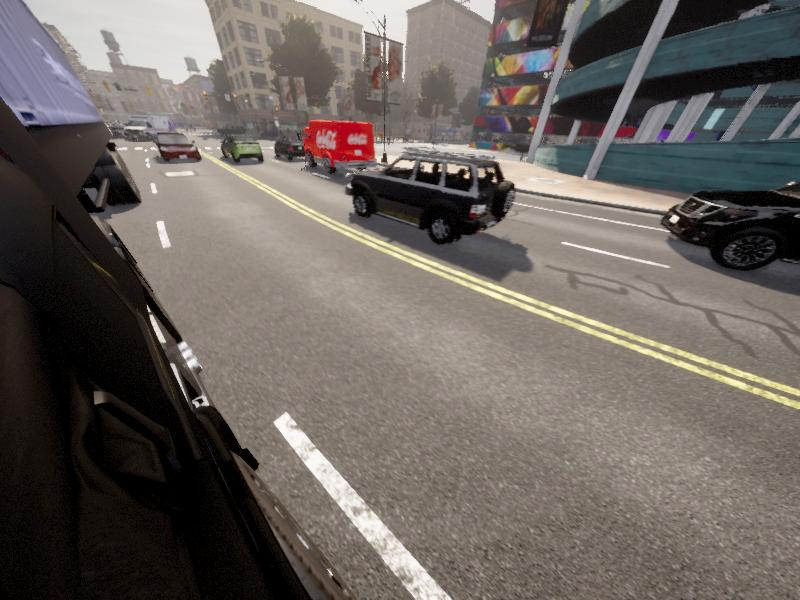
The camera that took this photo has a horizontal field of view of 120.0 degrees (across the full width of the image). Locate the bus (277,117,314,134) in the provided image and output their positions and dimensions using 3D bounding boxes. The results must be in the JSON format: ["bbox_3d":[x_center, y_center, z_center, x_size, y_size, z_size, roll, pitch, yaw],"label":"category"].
[{"bbox_3d":[-35.751,-59.805,79.306,10.273,4.253,3.944,-26,45,-34],"label":"bus"}]

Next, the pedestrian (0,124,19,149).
[{"bbox_3d":[-26.610,-11.029,15.084,0.751,1.860,0.751,-14,39,-22],"label":"pedestrian"}]

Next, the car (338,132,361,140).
[{"bbox_3d":[-11.584,-37.738,53.209,4.674,1.442,1.812,-26,45,-34],"label":"car"}]

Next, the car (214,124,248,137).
[{"bbox_3d":[-32.323,-32.515,44.303,4.605,1.855,1.932,-4,37,-10],"label":"car"}]

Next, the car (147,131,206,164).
[{"bbox_3d":[-15.146,-10.401,15.626,2.163,1.488,4.792,-26,45,-33],"label":"car"}]

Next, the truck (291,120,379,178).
[{"bbox_3d":[-3.946,-9.262,13.988,2.627,2.467,5.204,-27,45,-34],"label":"truck"}]

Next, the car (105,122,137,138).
[{"bbox_3d":[-37.151,-22.720,30.915,2.128,1.511,4.902,-26,45,-34],"label":"car"}]

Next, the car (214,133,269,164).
[{"bbox_3d":[-11.388,-10.912,16.541,2.007,1.525,4.514,-26,45,-34],"label":"car"}]

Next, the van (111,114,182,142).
[{"bbox_3d":[-30.225,-20.793,27.983,2.351,2.431,6.366,-5,37,-10],"label":"van"}]

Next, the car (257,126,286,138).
[{"bbox_3d":[-25.902,-33.843,46.623,4.553,1.767,2.097,-23,43,-31],"label":"car"}]

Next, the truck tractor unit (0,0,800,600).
[{"bbox_3d":[-2.645,-0.295,0.352,6.516,4.208,3.053,28,44,30],"label":"truck tractor unit"}]

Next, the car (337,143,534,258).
[{"bbox_3d":[0.595,-3.026,6.292,4.605,1.855,1.932,29,44,32],"label":"car"}]

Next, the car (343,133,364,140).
[{"bbox_3d":[-11.439,-40.520,57.140,4.718,1.301,1.895,-26,45,-34],"label":"car"}]

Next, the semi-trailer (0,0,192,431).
[{"bbox_3d":[-8.241,-3.855,4.665,2.717,4.402,14.254,-28,46,-35],"label":"semi-trailer"}]

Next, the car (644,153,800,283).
[{"bbox_3d":[9.457,-1.516,4.687,5.566,2.045,2.150,18,39,21],"label":"car"}]

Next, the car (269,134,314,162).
[{"bbox_3d":[-8.652,-12.137,18.374,1.789,1.549,3.705,-26,45,-34],"label":"car"}]
